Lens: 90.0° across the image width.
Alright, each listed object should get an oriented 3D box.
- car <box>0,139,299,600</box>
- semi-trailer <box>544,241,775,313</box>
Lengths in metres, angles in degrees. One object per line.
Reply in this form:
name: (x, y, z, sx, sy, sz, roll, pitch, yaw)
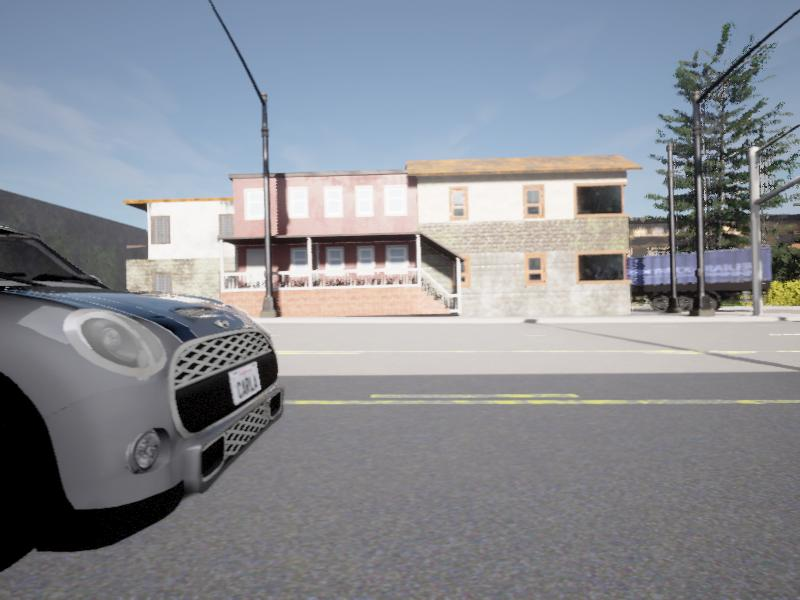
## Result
car: (-2.710, 0.246, 2.196, 3.806, 1.475, 1.970, 0, 0, 0)
semi-trailer: (18.356, -1.278, 30.121, 14.254, 4.402, 2.717, -2, 0, 45)
